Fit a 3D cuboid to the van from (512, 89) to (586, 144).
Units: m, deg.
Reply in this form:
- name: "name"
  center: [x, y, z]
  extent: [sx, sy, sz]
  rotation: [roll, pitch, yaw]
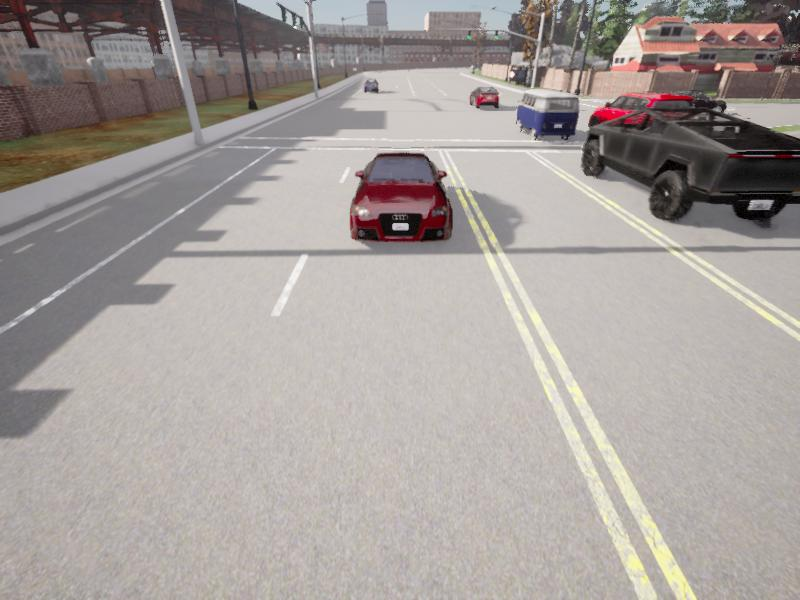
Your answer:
- name: "van"
  center: [6.999, -9.025, 19.420]
  extent: [1.775, 1.987, 4.442]
  rotation: [0, 30, 0]

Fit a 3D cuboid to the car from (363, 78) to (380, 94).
- name: "car"
  center: [-3.511, -26.393, 49.275]
  extent: [1.845, 1.501, 3.633]
  rotation: [0, 31, 0]

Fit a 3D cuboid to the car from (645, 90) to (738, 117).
- name: "car"
  center: [20.367, -13.829, 28.107]
  extent: [4.892, 1.490, 1.837]
  rotation: [-1, 30, -3]

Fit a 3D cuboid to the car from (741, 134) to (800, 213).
- name: "car"
  center: [10.507, -2.718, 9.162]
  extent: [1.970, 1.475, 3.806]
  rotation: [0, 30, 0]

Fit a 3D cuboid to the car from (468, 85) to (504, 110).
- name: "car"
  center: [6.993, -16.812, 33.122]
  extent: [2.007, 1.525, 4.514]
  rotation: [0, 30, 0]

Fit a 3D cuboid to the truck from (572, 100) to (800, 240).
- name: "truck"
  center: [6.992, -3.708, 10.234]
  extent: [2.390, 2.098, 6.274]
  rotation: [0, 30, 0]

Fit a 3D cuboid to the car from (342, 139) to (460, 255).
- name: "car"
  center: [0.023, -2.496, 8.887]
  extent: [1.994, 1.385, 4.181]
  rotation: [0, 30, 0]

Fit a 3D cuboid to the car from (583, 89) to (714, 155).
- name: "car"
  center: [10.497, -8.012, 17.634]
  extent: [2.150, 2.045, 5.566]
  rotation: [0, 31, 0]
